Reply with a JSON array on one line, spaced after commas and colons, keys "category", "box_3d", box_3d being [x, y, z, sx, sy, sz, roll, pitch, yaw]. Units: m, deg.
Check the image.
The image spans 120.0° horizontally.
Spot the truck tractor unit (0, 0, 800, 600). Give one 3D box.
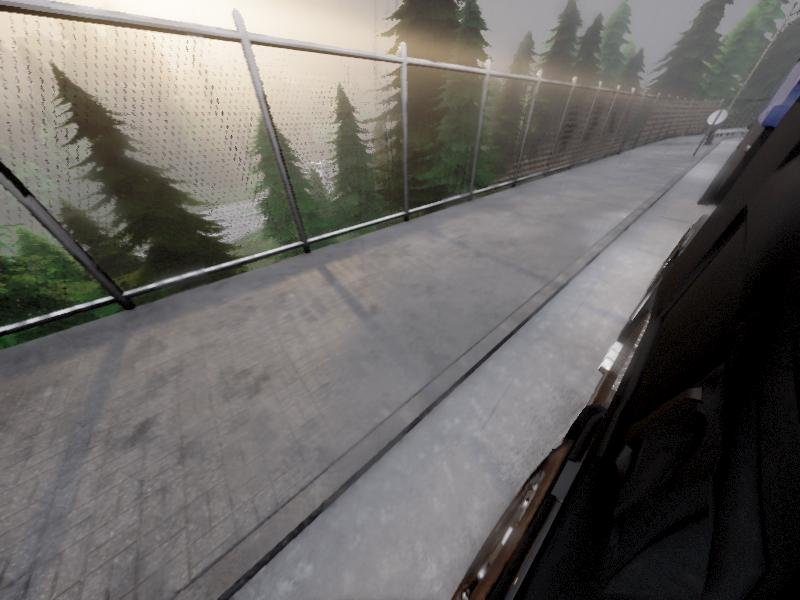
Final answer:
[{"category": "truck tractor unit", "box_3d": [2.645, -0.295, 0.352, 6.516, 4.208, 3.053, -28, 44, -30]}]

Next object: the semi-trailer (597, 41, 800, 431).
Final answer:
[{"category": "semi-trailer", "box_3d": [8.719, -3.583, 4.220, 14.254, 4.402, 2.717, -28, 44, -30]}]

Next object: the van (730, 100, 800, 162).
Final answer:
[{"category": "van", "box_3d": [21.971, -9.920, 13.461, 5.915, 2.561, 1.988, -28, 44, -30]}]
